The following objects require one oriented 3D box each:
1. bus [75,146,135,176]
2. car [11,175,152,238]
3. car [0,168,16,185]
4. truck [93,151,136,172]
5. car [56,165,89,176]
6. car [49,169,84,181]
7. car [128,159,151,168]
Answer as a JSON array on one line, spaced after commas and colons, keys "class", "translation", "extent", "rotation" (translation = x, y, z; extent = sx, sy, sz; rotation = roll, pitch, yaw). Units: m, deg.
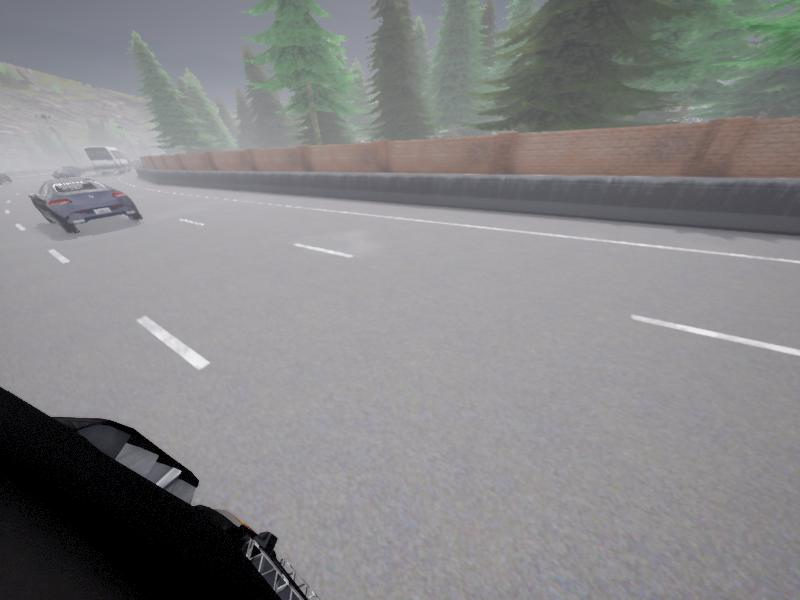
[{"class": "bus", "translation": [-54.535, -26.116, 43.270], "extent": [3.944, 4.253, 10.273], "rotation": [-25, 39, -29]}, {"class": "car", "translation": [-12.994, -4.019, 9.447], "extent": [5.027, 1.651, 2.152], "rotation": [16, 38, 26]}, {"class": "car", "translation": [-55.274, -16.612, 31.196], "extent": [1.932, 1.855, 4.605], "rotation": [-28, 41, -32]}, {"class": "truck", "translation": [-68.045, -33.329, 55.472], "extent": [2.891, 3.827, 8.468], "rotation": [-19, 37, -23]}, {"class": "car", "translation": [-63.828, -25.336, 45.132], "extent": [2.033, 1.649, 4.856], "rotation": [-22, 38, -26]}, {"class": "car", "translation": [-49.511, -18.652, 34.369], "extent": [1.895, 1.301, 4.718], "rotation": [-28, 41, -32]}, {"class": "car", "translation": [-80.919, -42.529, 71.844], "extent": [2.150, 2.045, 5.566], "rotation": [-13, 35, -15]}]
